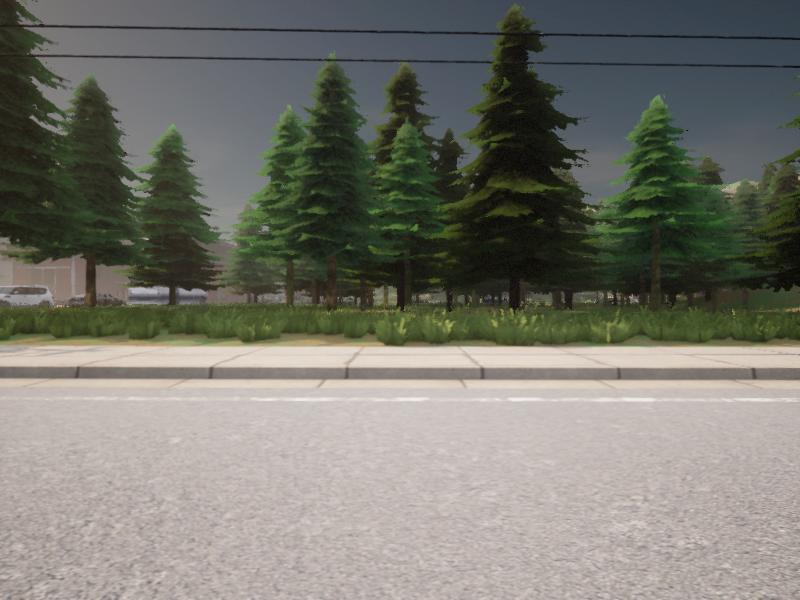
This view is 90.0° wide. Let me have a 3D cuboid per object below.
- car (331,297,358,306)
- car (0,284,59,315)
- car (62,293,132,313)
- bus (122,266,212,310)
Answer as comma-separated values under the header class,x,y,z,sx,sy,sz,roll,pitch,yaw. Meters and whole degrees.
class,x,y,z,sx,sy,sz,roll,pitch,yaw
car,-9.045,0.250,65.312,4.181,1.385,1.994,0,0,-2
car,-28.000,-0.040,28.857,2.150,2.045,5.566,0,0,-1
car,-24.571,0.240,32.734,2.163,1.488,4.792,0,0,-1
bus,-24.885,-1.154,43.654,3.944,4.253,10.273,0,0,-1
